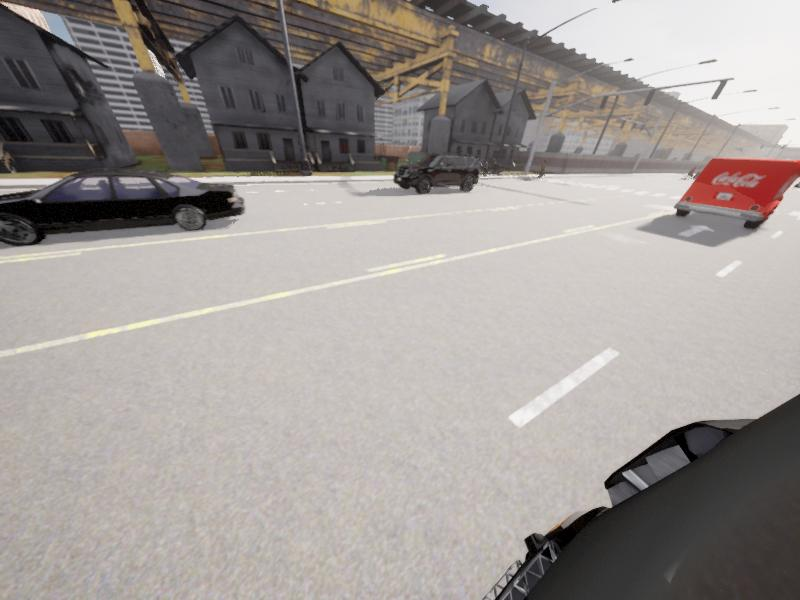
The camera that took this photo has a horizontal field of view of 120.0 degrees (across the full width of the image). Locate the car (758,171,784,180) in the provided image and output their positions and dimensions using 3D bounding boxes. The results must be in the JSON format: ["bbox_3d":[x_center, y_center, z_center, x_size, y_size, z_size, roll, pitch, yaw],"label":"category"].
[{"bbox_3d":[77.196,-25.906,48.044,5.357,1.411,2.033,-16,38,-26],"label":"car"}]

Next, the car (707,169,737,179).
[{"bbox_3d":[59.209,-23.166,42.467,5.357,1.411,2.033,-15,38,-26],"label":"car"}]

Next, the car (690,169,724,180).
[{"bbox_3d":[51.009,-20.903,38.391,5.357,1.411,2.033,-15,38,-26],"label":"car"}]

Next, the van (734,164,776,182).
[{"bbox_3d":[60.836,-21.815,39.618,6.366,2.431,2.351,-15,38,-25],"label":"van"}]

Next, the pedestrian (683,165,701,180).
[{"bbox_3d":[42.976,-18.739,34.012,0.751,1.860,0.751,-11,36,-20],"label":"pedestrian"}]

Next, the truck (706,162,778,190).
[{"bbox_3d":[38.942,-14.379,26.599,2.627,2.467,5.204,24,38,29],"label":"truck"}]

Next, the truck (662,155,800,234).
[{"bbox_3d":[15.255,-4.852,10.299,5.204,2.467,2.627,-15,38,-25],"label":"truck"}]

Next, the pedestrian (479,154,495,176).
[{"bbox_3d":[8.656,-13.475,23.041,0.751,1.860,0.751,-10,36,-19],"label":"pedestrian"}]

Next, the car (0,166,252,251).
[{"bbox_3d":[-7.237,-2.613,6.093,5.357,1.411,2.033,-15,38,-26],"label":"car"}]

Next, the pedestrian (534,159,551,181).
[{"bbox_3d":[14.039,-12.841,22.788,0.751,1.860,0.751,-27,44,-37],"label":"pedestrian"}]

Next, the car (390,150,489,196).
[{"bbox_3d":[2.398,-7.758,14.052,5.566,2.045,2.150,-15,38,-26],"label":"car"}]
